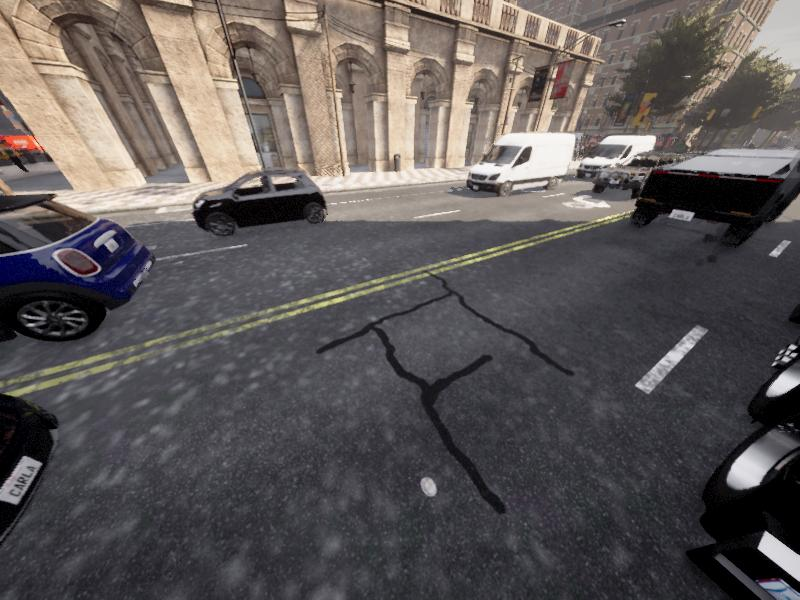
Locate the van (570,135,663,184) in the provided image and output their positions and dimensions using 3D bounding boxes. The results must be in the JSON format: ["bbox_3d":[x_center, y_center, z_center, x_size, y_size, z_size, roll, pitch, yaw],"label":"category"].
[{"bbox_3d":[14.987,-9.847,16.038,5.915,2.561,1.988,-19,39,-25],"label":"van"}]

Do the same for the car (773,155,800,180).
[{"bbox_3d":[30.711,-9.968,17.359,4.181,1.385,1.994,-19,39,-25],"label":"car"}]

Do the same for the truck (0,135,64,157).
[{"bbox_3d":[-53.942,-22.762,34.116,2.627,2.467,5.204,-18,39,-25],"label":"truck"}]

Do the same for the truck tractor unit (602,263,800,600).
[{"bbox_3d":[5.106,-0.307,0.782,6.516,4.208,3.053,-18,39,-24],"label":"truck tractor unit"}]

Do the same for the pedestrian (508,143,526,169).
[{"bbox_3d":[10.383,-12.844,20.592,0.751,1.860,0.751,-26,43,-33],"label":"pedestrian"}]

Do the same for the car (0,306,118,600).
[{"bbox_3d":[-4.055,1.426,0.582,3.633,1.501,1.845,-18,39,-24],"label":"car"}]

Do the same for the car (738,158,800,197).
[{"bbox_3d":[21.167,-6.826,12.676,3.806,1.475,1.970,-18,39,-25],"label":"car"}]

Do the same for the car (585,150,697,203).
[{"bbox_3d":[11.793,-6.206,11.359,4.605,1.855,1.932,-18,39,-24],"label":"car"}]

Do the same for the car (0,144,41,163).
[{"bbox_3d":[-43.900,-16.449,25.902,1.801,1.575,5.366,-18,39,-24],"label":"car"}]

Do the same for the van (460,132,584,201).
[{"bbox_3d":[6.171,-6.945,11.803,5.915,2.561,1.988,-18,39,-24],"label":"van"}]

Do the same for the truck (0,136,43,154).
[{"bbox_3d":[-66.203,-26.831,39.862,2.627,2.467,5.204,-18,39,-25],"label":"truck"}]

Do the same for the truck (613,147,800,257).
[{"bbox_3d":[9.944,-3.357,7.061,6.274,2.098,2.390,-18,39,-25],"label":"truck"}]

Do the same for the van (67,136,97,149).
[{"bbox_3d":[-78.827,-39.185,57.412,1.988,2.561,5.915,-18,39,-25],"label":"van"}]

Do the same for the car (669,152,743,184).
[{"bbox_3d":[21.044,-9.159,15.912,3.988,1.617,1.851,-19,39,-25],"label":"car"}]

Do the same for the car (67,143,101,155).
[{"bbox_3d":[-53.161,-25.503,38.997,1.970,1.475,3.806,-18,39,-25],"label":"car"}]

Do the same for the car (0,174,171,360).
[{"bbox_3d":[-6.311,-0.238,2.721,4.553,1.767,2.097,-18,39,-24],"label":"car"}]

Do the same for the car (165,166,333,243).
[{"bbox_3d":[-4.226,-3.098,7.078,3.633,1.501,1.845,-18,39,-24],"label":"car"}]

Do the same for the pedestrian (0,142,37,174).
[{"bbox_3d":[-26.767,-9.860,16.018,0.751,1.860,0.751,-21,40,-27],"label":"pedestrian"}]

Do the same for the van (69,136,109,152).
[{"bbox_3d":[-63.384,-31.960,47.282,2.351,2.431,6.366,-18,39,-25],"label":"van"}]
